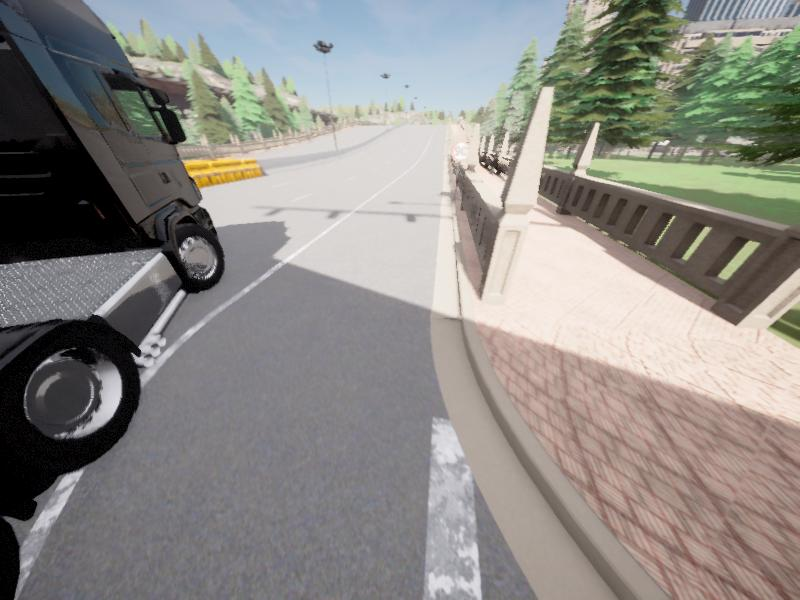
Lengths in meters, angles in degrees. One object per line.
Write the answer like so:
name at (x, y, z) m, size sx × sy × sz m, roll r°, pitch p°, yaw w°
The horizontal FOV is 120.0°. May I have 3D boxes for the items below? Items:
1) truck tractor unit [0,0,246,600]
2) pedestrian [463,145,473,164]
truck tractor unit at (-4.093, -0.781, 1.491) m, size 3.053 × 4.208 × 6.516 m, roll -11°, pitch 36°, yaw -16°
pedestrian at (7.747, -16.595, 26.337) m, size 0.751 × 1.860 × 0.751 m, roll 5°, pitch 35°, yaw 8°
